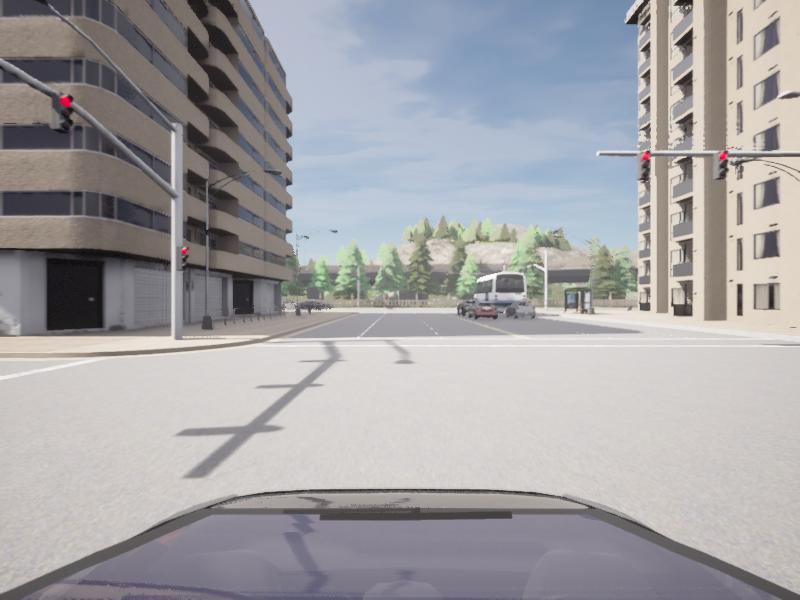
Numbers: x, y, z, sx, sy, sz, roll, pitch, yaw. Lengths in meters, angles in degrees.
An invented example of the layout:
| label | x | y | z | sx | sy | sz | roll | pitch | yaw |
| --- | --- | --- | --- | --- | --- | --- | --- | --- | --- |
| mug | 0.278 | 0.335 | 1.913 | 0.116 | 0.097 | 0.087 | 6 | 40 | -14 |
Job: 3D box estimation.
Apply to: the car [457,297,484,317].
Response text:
| label | x | y | z | sx | sy | sz | roll | pitch | yaw |
| --- | --- | --- | --- | --- | --- | --- | --- | --- | --- |
| car | 7.003 | 0.666 | 40.053 | 1.932 | 1.855 | 4.605 | 0 | 0 | 0 |

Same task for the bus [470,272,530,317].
| label | x | y | z | sx | sy | sz | roll | pitch | yaw |
| --- | --- | --- | --- | --- | --- | --- | --- | --- | --- |
| bus | 10.382 | -0.520 | 43.094 | 3.944 | 4.253 | 10.273 | 0 | 0 | 0 |

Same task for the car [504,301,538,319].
| label | x | y | z | sx | sy | sz | roll | pitch | yaw |
| --- | --- | --- | --- | --- | --- | --- | --- | --- | --- |
| car | 10.509 | 0.839 | 35.064 | 1.845 | 1.501 | 3.633 | 0 | 0 | 0 |

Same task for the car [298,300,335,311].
| label | x | y | z | sx | sy | sz | roll | pitch | yaw |
| --- | --- | --- | --- | --- | --- | --- | --- | --- | --- |
| car | -11.920 | 0.810 | 57.518 | 4.892 | 1.490 | 1.837 | 0 | 0 | 1 |

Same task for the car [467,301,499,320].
| label | x | y | z | sx | sy | sz | roll | pitch | yaw |
| --- | --- | --- | --- | --- | --- | --- | --- | --- | --- |
| car | 6.999 | 0.865 | 34.034 | 1.970 | 1.475 | 3.806 | 0 | 0 | 0 |
